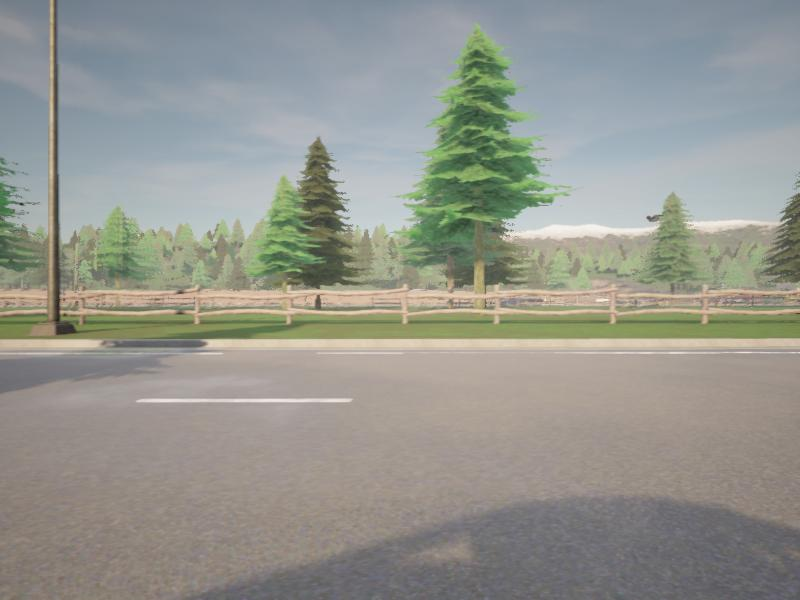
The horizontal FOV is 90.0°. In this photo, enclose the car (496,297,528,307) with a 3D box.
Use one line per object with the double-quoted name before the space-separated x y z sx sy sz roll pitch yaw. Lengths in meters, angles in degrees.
"car" 16.757 0.289 59.812 4.181 1.385 1.994 0 0 0
